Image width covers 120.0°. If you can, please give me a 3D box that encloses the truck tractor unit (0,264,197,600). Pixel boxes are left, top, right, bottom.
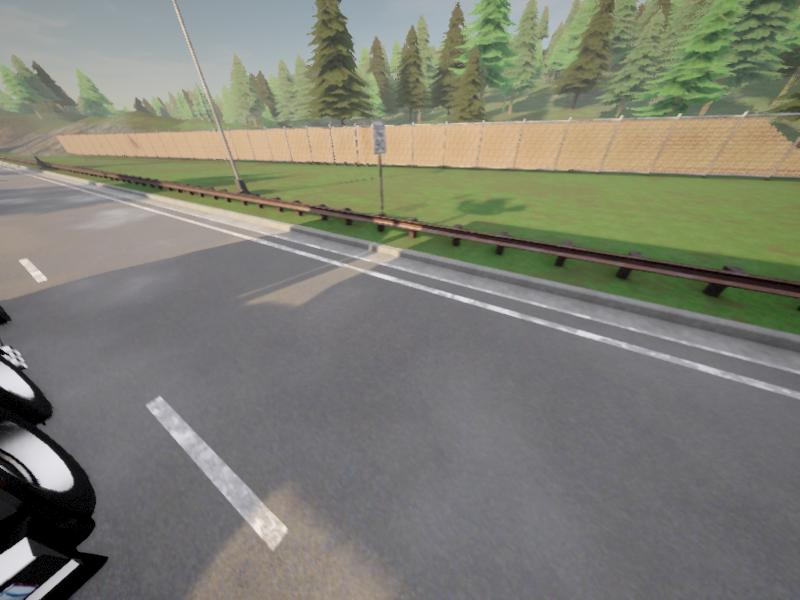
[{"bbox_3d":[-5.113,-0.297,0.786,6.516,4.208,3.053,18,39,24],"label":"truck tractor unit"}]
